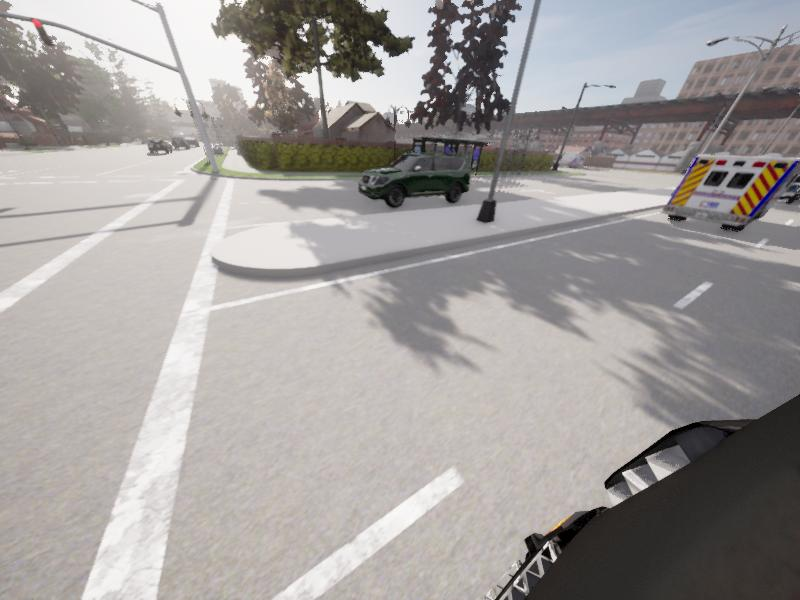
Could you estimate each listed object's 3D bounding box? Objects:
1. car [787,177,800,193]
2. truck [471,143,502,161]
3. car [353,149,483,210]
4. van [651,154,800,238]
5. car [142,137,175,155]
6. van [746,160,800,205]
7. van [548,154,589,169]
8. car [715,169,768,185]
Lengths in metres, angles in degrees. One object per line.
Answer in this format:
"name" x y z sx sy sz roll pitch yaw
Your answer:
"car" 43.208 -11.468 23.132 5.027 1.651 2.152 -1 33 -5
"truck" 25.772 -44.644 69.578 2.891 3.827 8.468 -16 39 -26
"car" 0.873 -5.749 10.882 5.566 2.045 2.150 -16 38 -26
"van" 14.124 -4.567 9.755 6.366 2.431 2.351 -16 38 -26
"car" -34.083 -21.861 32.752 1.932 1.855 4.605 -16 38 -26
"van" 29.474 -8.963 17.471 5.915 2.561 1.988 -16 38 -26
"van" 35.919 -29.798 49.567 2.351 2.431 6.366 -16 38 -26
"car" 47.935 -17.395 32.519 1.789 1.549 3.705 -16 38 -26
